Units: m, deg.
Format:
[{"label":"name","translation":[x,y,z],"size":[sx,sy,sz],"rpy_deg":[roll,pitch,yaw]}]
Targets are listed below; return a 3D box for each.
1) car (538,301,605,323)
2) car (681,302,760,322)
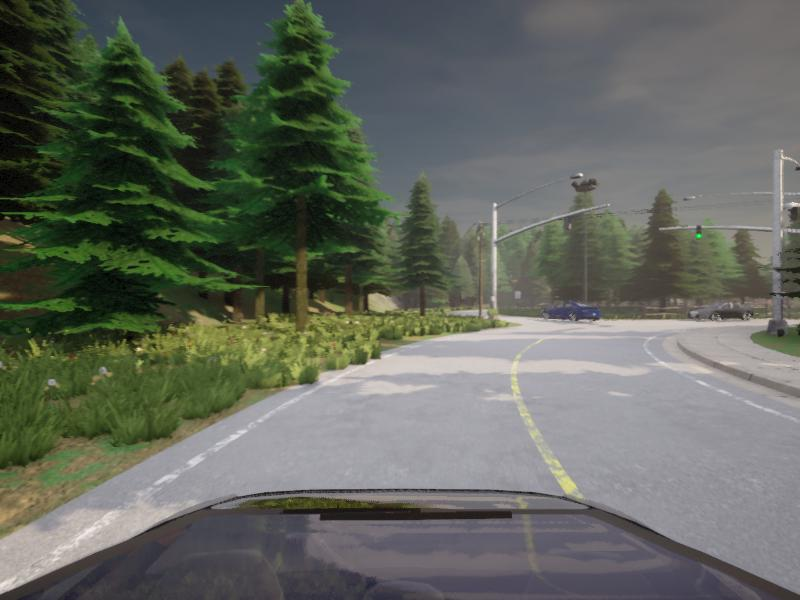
[{"label":"car","translation":[13.074,0.887,30.907],"size":[1.882,1.535,5.008],"rpy_deg":[1,-1,-18]},{"label":"car","translation":[24.709,0.891,30.884],"size":[4.902,1.511,2.128],"rpy_deg":[0,0,-11]}]
